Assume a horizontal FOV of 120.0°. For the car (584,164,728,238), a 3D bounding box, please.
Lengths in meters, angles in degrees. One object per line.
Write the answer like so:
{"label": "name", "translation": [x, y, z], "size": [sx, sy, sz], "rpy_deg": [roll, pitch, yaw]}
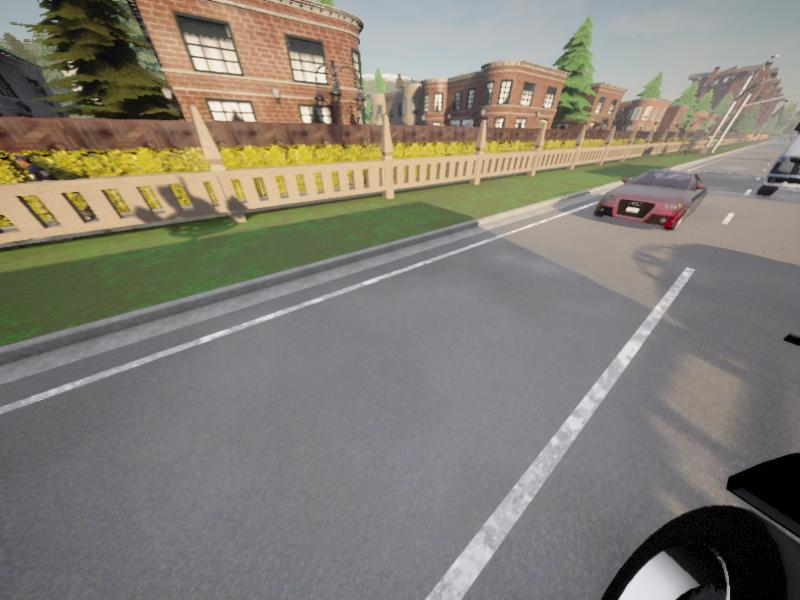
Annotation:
{"label": "car", "translation": [8.330, -3.427, 7.525], "size": [4.181, 1.385, 1.994], "rpy_deg": [-23, 41, -29]}

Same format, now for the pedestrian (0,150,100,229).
{"label": "pedestrian", "translation": [-9.857, -3.120, 6.549], "size": [0.751, 1.860, 0.751], "rpy_deg": [-23, 41, -28]}

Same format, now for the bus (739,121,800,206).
{"label": "bus", "translation": [19.896, -6.922, 9.871], "size": [10.273, 4.253, 3.944], "rpy_deg": [-23, 41, -29]}

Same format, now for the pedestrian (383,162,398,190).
{"label": "pedestrian", "translation": [-0.448, -6.048, 11.279], "size": [0.500, 1.100, 0.500], "rpy_deg": [-24, 41, -29]}
